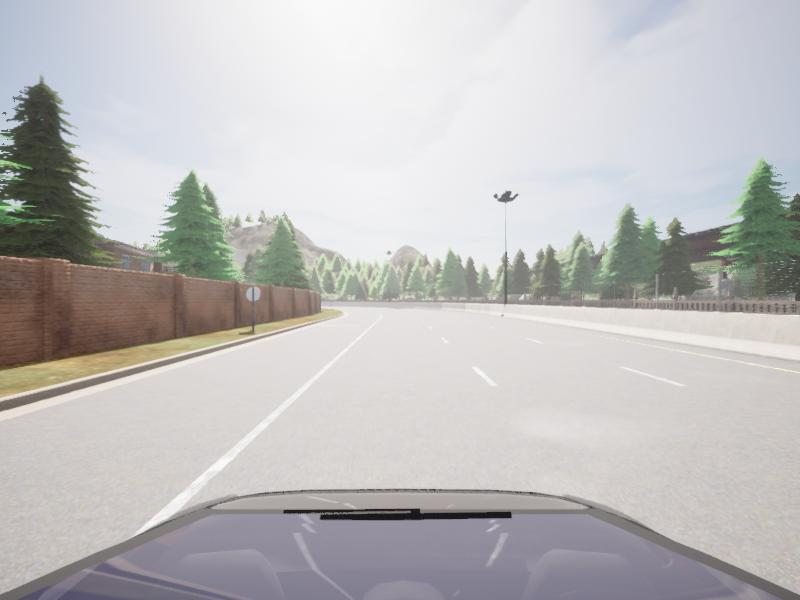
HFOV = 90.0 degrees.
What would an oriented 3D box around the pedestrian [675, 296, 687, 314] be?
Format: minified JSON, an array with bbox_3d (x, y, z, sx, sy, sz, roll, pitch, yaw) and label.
[{"bbox_3d":[28.889,0.505,41.172,0.751,1.860,0.751,0,0,-1],"label":"pedestrian"}]
